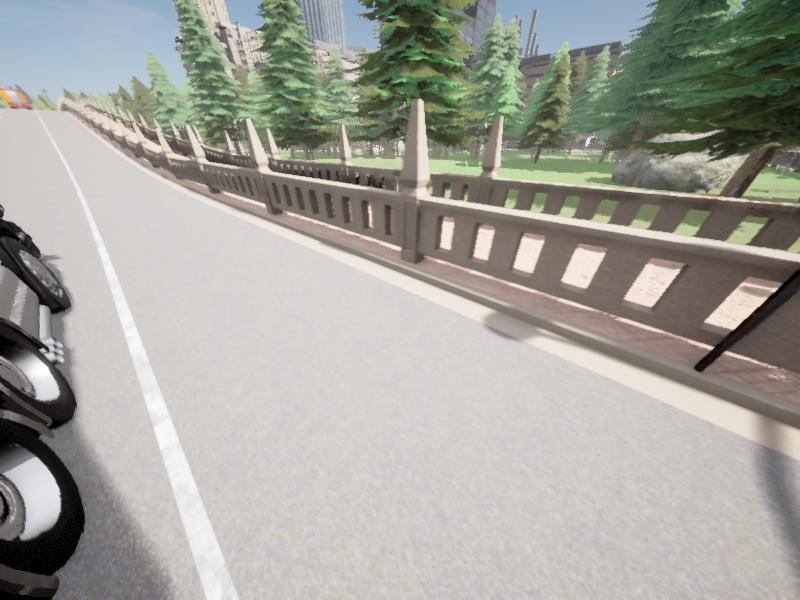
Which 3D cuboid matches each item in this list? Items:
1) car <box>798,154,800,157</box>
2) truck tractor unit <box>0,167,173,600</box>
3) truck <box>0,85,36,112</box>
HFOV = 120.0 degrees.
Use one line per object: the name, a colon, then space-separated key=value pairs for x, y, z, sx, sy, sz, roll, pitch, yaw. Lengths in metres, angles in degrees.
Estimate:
car: x=69.777 y=-24.723 z=38.640 sx=1.816 sy=1.474 sz=4.193 roll=25 pitch=42 yaw=32
truck tractor unit: x=-4.935 y=-0.446 z=0.995 sx=6.516 sy=4.208 sz=3.053 roll=25 pitch=42 yaw=31
truck: x=-84.329 y=-44.085 z=50.732 sx=8.468 sy=3.827 sz=2.891 roll=26 pitch=42 yaw=31
